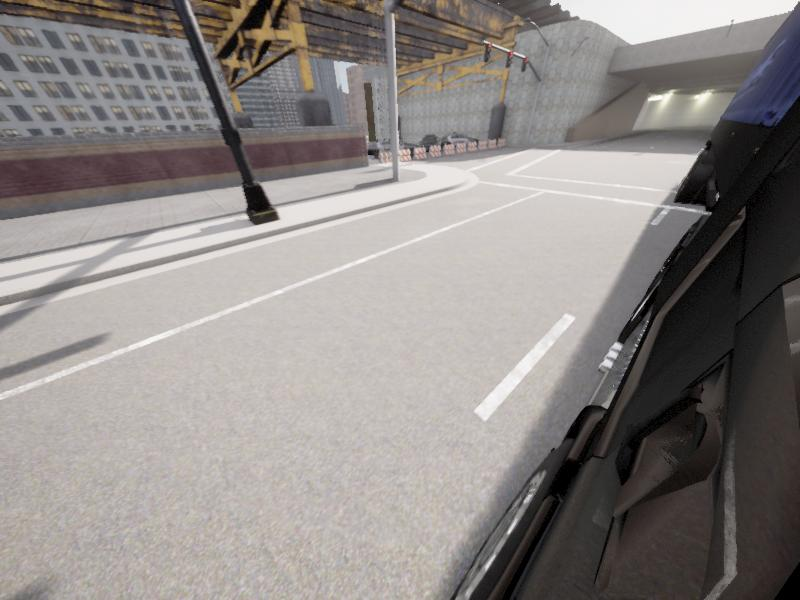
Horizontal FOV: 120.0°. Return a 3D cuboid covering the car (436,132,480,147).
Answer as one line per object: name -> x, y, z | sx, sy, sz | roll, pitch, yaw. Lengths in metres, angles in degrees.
car -> 6.601, -18.522, 26.596 | 4.536, 1.218, 1.853 | -9, 37, -8

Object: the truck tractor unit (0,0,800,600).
truck tractor unit -> 2.645, -0.295, 0.352 | 6.516, 4.208, 3.053 | -28, 44, -30

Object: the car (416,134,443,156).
car -> 3.048, -15.879, 23.530 | 2.038, 1.542, 4.974 | 7, 38, 12

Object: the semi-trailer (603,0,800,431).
semi-trailer -> 8.446, -3.755, 4.475 | 14.254, 4.402, 2.717 | -31, 45, -32

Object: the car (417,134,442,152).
car -> 3.054, -16.036, 23.477 | 1.853, 1.218, 4.536 | 7, 38, 12

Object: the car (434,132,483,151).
car -> 6.658, -18.403, 26.697 | 4.974, 1.542, 2.038 | -9, 37, -8

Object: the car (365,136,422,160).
car -> -0.478, -14.003, 21.232 | 4.974, 1.542, 2.038 | 0, 37, 4

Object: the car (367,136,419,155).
car -> -0.536, -14.130, 21.142 | 4.536, 1.218, 1.853 | 0, 37, 4
